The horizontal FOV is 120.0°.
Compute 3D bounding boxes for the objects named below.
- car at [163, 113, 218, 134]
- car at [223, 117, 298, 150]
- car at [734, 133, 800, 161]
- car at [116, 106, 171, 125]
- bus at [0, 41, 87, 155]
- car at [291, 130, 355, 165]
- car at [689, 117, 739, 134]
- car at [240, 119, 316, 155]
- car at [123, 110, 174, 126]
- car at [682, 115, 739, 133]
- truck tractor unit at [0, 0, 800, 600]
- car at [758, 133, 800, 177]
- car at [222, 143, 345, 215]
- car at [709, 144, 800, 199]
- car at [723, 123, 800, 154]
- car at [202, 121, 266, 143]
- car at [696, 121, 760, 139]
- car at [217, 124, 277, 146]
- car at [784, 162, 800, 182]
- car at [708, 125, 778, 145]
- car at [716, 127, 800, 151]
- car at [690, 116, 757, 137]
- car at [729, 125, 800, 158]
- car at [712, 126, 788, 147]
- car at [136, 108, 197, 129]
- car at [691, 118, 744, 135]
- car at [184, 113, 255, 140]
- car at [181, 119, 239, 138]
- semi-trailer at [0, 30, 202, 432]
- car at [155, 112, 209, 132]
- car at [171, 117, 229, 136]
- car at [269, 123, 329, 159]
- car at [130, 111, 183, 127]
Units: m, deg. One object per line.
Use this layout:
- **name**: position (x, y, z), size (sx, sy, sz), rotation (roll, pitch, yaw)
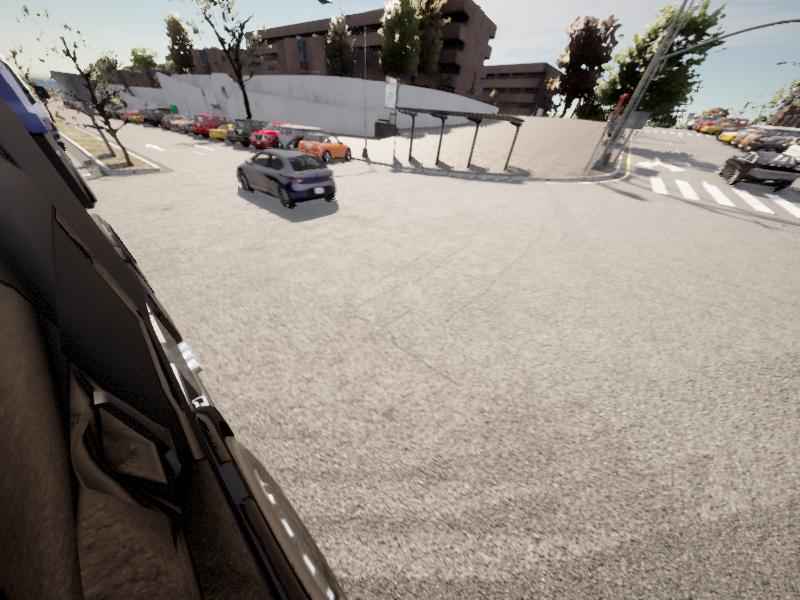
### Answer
- **car**: position (-26.665, -22.606, 29.682), size (2.185, 1.767, 4.553), rotation (14, 37, 12)
- **car**: position (-12.464, -15.297, 21.354), size (2.435, 2.045, 5.566), rotation (14, 37, 12)
- **car**: position (33.668, -13.249, 20.096), size (4.892, 1.521, 2.231), rotation (15, 43, 12)
- **car**: position (-43.249, -31.233, 39.213), size (2.435, 2.045, 5.566), rotation (14, 37, 12)
- **bus**: position (-22.751, -11.203, 12.832), size (10.273, 4.253, 3.944), rotation (28, 42, 27)
- **car**: position (-5.429, -11.408, 17.191), size (2.185, 1.767, 4.553), rotation (14, 37, 12)
- **car**: position (54.209, -30.252, 39.992), size (4.553, 1.767, 2.185), rotation (14, 41, 10)
- **car**: position (-10.112, -14.018, 19.920), size (2.435, 2.045, 5.566), rotation (15, 37, 12)
- **car**: position (-40.949, -29.731, 37.851), size (1.946, 1.575, 5.366), rotation (14, 37, 12)
- **car**: position (55.960, -31.801, 41.798), size (5.566, 2.045, 2.435), rotation (15, 39, 10)
- **truck tractor unit**: position (-2.645, -0.295, 0.352), size (6.516, 4.208, 3.053), rotation (28, 44, 30)
- **car**: position (28.076, -8.834, 14.505), size (5.566, 2.045, 2.435), rotation (15, 43, 12)
- **car**: position (-4.044, -4.389, 8.008), size (4.193, 1.474, 1.816), rotation (29, 44, 29)
- **car**: position (19.352, -7.115, 12.503), size (2.128, 1.511, 4.902), rotation (29, 48, 26)
- **car**: position (37.332, -16.505, 23.575), size (4.442, 1.987, 1.878), rotation (15, 44, 12)
- **car**: position (-17.165, -17.662, 24.383), size (1.946, 1.575, 5.366), rotation (14, 37, 12)
- **car**: position (48.824, -25.490, 34.533), size (5.366, 1.575, 1.946), rotation (14, 43, 11)
- **car**: position (-14.862, -16.286, 22.882), size (2.002, 1.452, 4.674), rotation (14, 37, 12)
- **car**: position (26.164, -7.090, 12.896), size (4.674, 1.452, 2.002), rotation (15, 43, 12)
- **car**: position (43.063, -20.888, 29.162), size (4.674, 1.452, 2.002), rotation (14, 43, 12)
- **car**: position (39.490, -17.801, 25.473), size (5.366, 1.575, 1.946), rotation (15, 43, 12)
- **car**: position (50.484, -27.271, 36.228), size (5.566, 2.045, 2.435), rotation (14, 44, 11)
- **car**: position (35.451, -14.970, 21.765), size (4.442, 1.987, 1.878), rotation (15, 44, 12)
- **car**: position (41.195, -19.345, 27.344), size (4.674, 1.452, 2.002), rotation (15, 44, 12)
- **car**: position (-33.772, -26.389, 33.735), size (2.435, 2.045, 5.566), rotation (14, 37, 12)
- **car**: position (52.333, -28.747, 38.159), size (4.553, 1.767, 2.185), rotation (14, 43, 11)
- **car**: position (-19.561, -19.011, 25.487), size (2.435, 2.045, 5.566), rotation (14, 37, 12)
- **car**: position (-21.952, -20.020, 27.026), size (2.163, 1.488, 4.792), rotation (14, 37, 12)
- **semi-trailer**: position (-8.716, -3.633, 4.148), size (14.254, 4.402, 2.717), rotation (28, 43, 29)
- **car**: position (-29.059, -23.802, 31.007), size (2.185, 1.767, 4.553), rotation (14, 37, 12)
- **car**: position (-24.315, -21.259, 28.363), size (2.231, 1.521, 4.892), rotation (14, 37, 11)
- **car**: position (-7.787, -12.701, 18.473), size (1.878, 1.987, 4.442), rotation (15, 37, 12)
- **car**: position (-38.475, -28.715, 36.763), size (1.946, 1.575, 5.366), rotation (14, 37, 12)
